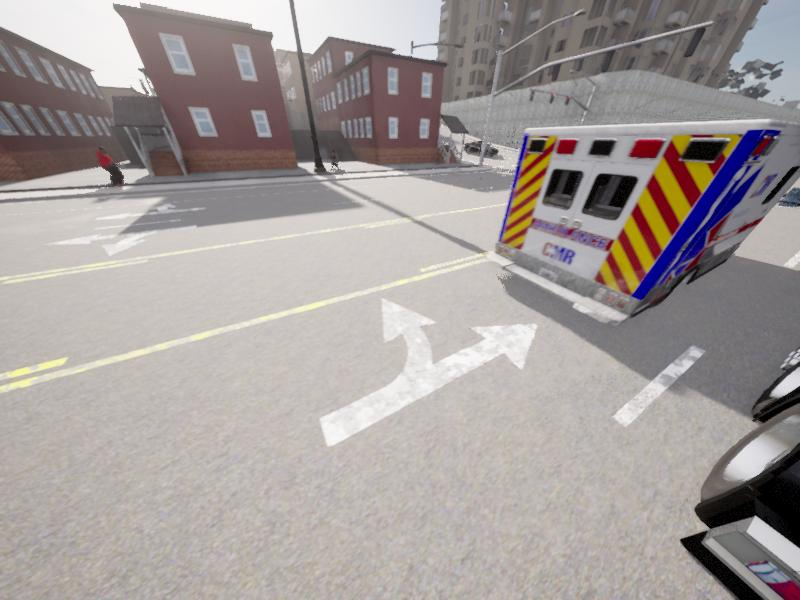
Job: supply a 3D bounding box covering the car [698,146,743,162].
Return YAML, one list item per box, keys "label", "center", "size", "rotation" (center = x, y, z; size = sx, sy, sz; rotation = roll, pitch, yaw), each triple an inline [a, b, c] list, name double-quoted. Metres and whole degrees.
- label: "car"
  center: [43.673, -19.947, 31.511]
  size: [4.553, 1.767, 2.097]
  rotation: [-17, 38, -23]

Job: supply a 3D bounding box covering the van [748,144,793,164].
- label: "van"
  center: [48.805, -19.305, 30.461]
  size: [4.442, 1.987, 1.775]
  rotation: [-17, 38, -23]

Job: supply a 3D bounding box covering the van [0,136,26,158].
- label: "van"
  center: [-55.833, -20.810, 31.335]
  size: [2.351, 2.431, 6.366]
  rotation: [-17, 38, -23]

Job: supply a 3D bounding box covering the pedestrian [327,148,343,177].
- label: "pedestrian"
  center: [-5.009, -10.627, 17.813]
  size: [0.751, 1.860, 0.751]
  rotation: [-14, 37, -20]

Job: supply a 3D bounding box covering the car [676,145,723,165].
- label: "car"
  center: [36.872, -17.935, 28.483]
  size: [4.605, 1.855, 1.932]
  rotation: [-17, 38, -23]

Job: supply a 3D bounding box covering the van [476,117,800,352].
- label: "van"
  center: [4.934, -1.750, 4.440]
  size: [6.366, 2.431, 2.351]
  rotation: [-17, 38, -23]

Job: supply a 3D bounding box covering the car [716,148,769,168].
- label: "car"
  center: [38.690, -16.112, 26.099]
  size: [4.856, 1.649, 2.033]
  rotation: [-17, 38, -23]

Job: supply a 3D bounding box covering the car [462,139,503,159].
- label: "car"
  center: [11.130, -20.710, 31.522]
  size: [1.930, 1.638, 5.238]
  rotation: [-17, 44, -23]

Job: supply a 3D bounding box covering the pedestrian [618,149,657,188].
- label: "pedestrian"
  center: [13.708, -7.589, 13.372]
  size: [0.751, 1.860, 0.751]
  rotation: [-27, 43, -33]

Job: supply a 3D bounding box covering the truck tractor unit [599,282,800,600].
- label: "truck tractor unit"
  center: [5.142, -0.270, 0.734]
  size: [6.516, 4.208, 3.053]
  rotation: [-17, 39, -23]

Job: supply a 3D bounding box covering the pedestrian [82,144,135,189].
- label: "pedestrian"
  center: [-14.351, -6.614, 11.459]
  size: [0.751, 1.860, 0.751]
  rotation: [-18, 39, -24]
